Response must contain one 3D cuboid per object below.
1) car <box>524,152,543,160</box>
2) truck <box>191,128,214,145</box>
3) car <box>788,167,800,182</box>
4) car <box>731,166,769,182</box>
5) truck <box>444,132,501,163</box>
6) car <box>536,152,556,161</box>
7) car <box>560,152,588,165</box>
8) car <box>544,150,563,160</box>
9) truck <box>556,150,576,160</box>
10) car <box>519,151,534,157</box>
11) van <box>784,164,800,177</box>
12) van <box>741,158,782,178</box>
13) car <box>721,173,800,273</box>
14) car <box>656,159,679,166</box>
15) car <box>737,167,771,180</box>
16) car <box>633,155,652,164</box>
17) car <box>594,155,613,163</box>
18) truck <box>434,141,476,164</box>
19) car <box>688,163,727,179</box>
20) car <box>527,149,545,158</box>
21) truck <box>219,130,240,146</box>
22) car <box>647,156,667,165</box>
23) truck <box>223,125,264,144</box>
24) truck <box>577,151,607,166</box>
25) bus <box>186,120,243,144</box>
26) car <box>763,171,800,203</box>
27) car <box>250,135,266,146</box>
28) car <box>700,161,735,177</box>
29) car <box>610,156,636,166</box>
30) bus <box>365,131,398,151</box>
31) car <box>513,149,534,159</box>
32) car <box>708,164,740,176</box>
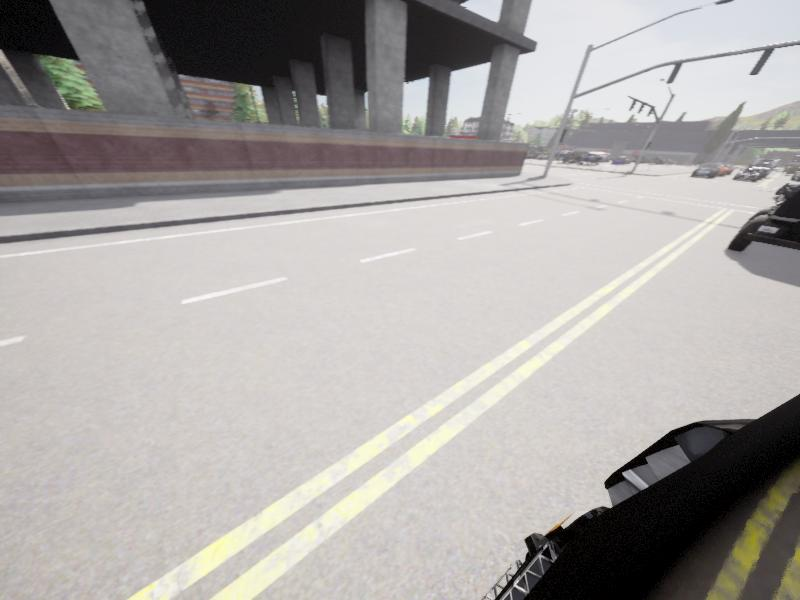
[{"bbox_3d":[30.823,-33.185,53.135,3.905,1.438,1.784,-19,40,-29],"label":"car"},{"bbox_3d":[-38.511,-32.002,45.176,2.615,2.467,5.204,-19,40,-29],"label":"truck"},{"bbox_3d":[57.079,-17.454,31.913,5.566,2.045,2.150,-25,43,-35],"label":"car"},{"bbox_3d":[44.169,-15.918,29.180,3.806,1.475,1.970,-19,40,-29],"label":"car"},{"bbox_3d":[11.618,-25.376,38.325,2.891,3.827,8.468,-19,40,-29],"label":"truck"},{"bbox_3d":[32.438,-31.746,51.211,3.806,1.475,1.970,-19,40,-29],"label":"car"},{"bbox_3d":[31.866,-25.943,42.257,4.605,1.855,1.932,-19,40,-29],"label":"car"},{"bbox_3d":[38.022,-35.847,57.211,3.866,1.878,1.905,-19,40,-29],"label":"car"},{"bbox_3d":[43.305,-37.757,60.236,4.478,2.038,2.069,-19,40,-29],"label":"truck"},{"bbox_3d":[37.087,-42.932,67.863,3.905,1.438,1.784,-19,40,-29],"label":"car"},{"bbox_3d":[75.731,-24.734,44.038,4.442,1.987,1.775,-19,40,-29],"label":"van"},{"bbox_3d":[57.365,-20.906,36.635,6.366,2.431,2.351,-19,40,-29],"label":"van"},{"bbox_3d":[10.959,-2.122,6.098,3.866,1.878,1.905,-19,40,-29],"label":"car"},{"bbox_3d":[77.188,-39.806,66.708,1.970,1.475,3.806,-19,40,-28],"label":"car"},{"bbox_3d":[50.107,-17.944,32.693,4.181,1.385,1.994,-19,40,-29],"label":"car"},{"bbox_3d":[64.156,-37.128,61.091,3.866,1.878,1.905,-19,40,-29],"label":"car"},{"bbox_3d":[48.168,-33.252,54.622,3.806,1.475,1.970,-19,40,-29],"label":"car"},{"bbox_3d":[7.690,-21.163,33.066,2.627,2.467,5.204,-19,40,-29],"label":"truck"},{"bbox_3d":[40.912,-17.233,30.721,4.856,1.649,2.033,-19,40,-29],"label":"car"},{"bbox_3d":[38.662,-41.674,65.771,4.605,1.855,1.932,-19,40,-29],"label":"car"},{"bbox_3d":[-34.943,-33.238,47.257,2.615,2.467,5.204,-19,40,-29],"label":"truck"},{"bbox_3d":[65.729,-35.702,59.122,4.605,1.855,1.932,-19,40,-29],"label":"car"},{"bbox_3d":[-43.275,-45.961,64.288,8.468,3.827,2.891,-19,40,-29],"label":"truck"},{"bbox_3d":[33.546,-24.628,40.297,4.478,2.038,2.069,-19,40,-29],"label":"truck"},{"bbox_3d":[-46.713,-42.650,58.805,10.273,4.253,3.944,-19,40,-29],"label":"bus"},{"bbox_3d":[28.225,-6.959,14.662,5.238,1.638,1.930,14,35,15],"label":"car"},{"bbox_3d":[-30.785,-34.509,49.900,1.932,1.855,4.605,-19,40,-29],"label":"car"},{"bbox_3d":[47.383,-19.556,34.464,4.553,1.767,2.097,-19,40,-29],"label":"car"},{"bbox_3d":[45.985,-28.724,47.708,4.611,1.667,2.242,-19,40,-29],"label":"car"},{"bbox_3d":[-5.169,-43.375,62.957,3.944,4.253,10.273,-19,40,-29],"label":"bus"},{"bbox_3d":[29.290,-34.654,54.791,4.605,1.855,1.932,-19,40,-29],"label":"car"},{"bbox_3d":[53.693,-21.627,38.257,4.792,1.488,2.163,-19,40,-29],"label":"car"}]
